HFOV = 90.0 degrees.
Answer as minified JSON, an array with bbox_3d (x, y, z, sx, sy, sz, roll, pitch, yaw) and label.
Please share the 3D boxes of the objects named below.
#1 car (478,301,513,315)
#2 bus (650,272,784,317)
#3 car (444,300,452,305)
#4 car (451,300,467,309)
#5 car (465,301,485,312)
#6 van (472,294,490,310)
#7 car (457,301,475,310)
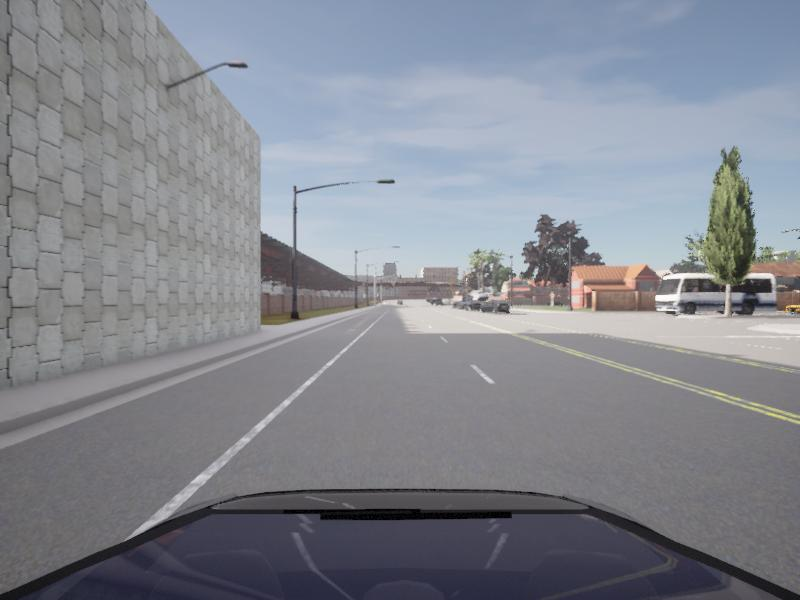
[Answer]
[{"bbox_3d":[10.954,0.831,46.200,2.007,1.525,4.514,0,0,-16],"label":"car"},{"bbox_3d":[31.334,-0.530,39.922,10.273,4.253,3.944,0,0,-1],"label":"bus"},{"bbox_3d":[14.025,0.784,117.629,1.970,1.475,3.806,0,1,0],"label":"car"},{"bbox_3d":[10.516,0.839,71.777,2.128,1.511,4.902,0,0,0],"label":"car"},{"bbox_3d":[10.523,0.845,56.629,1.837,1.490,4.892,0,0,0],"label":"car"},{"bbox_3d":[14.006,0.325,69.802,1.988,2.561,5.915,0,0,0],"label":"van"},{"bbox_3d":[10.501,0.898,64.382,2.033,1.411,5.357,0,0,0],"label":"car"}]
